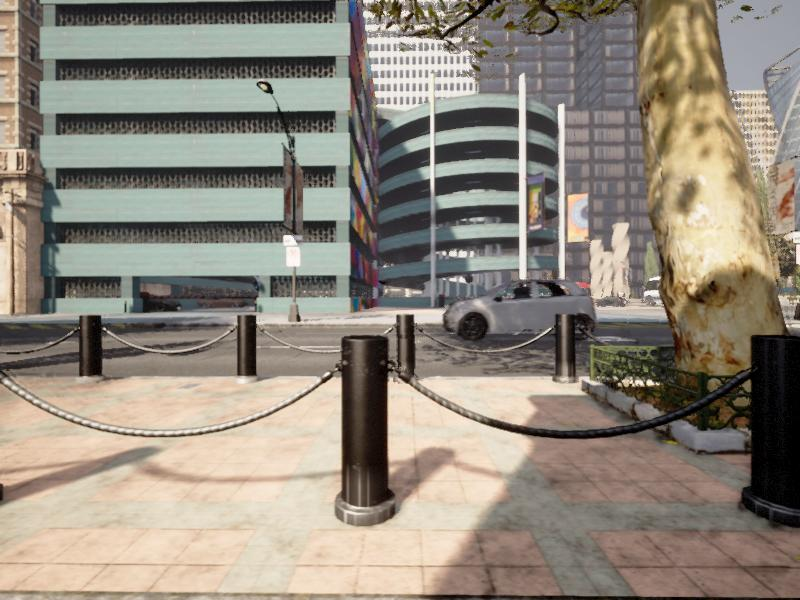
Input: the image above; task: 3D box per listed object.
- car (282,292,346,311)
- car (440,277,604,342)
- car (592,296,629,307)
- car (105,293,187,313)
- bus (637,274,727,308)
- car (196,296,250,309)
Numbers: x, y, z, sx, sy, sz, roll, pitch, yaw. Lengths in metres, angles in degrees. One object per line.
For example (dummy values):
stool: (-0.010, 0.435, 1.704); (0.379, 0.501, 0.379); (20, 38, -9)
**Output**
car: (-7.207, 0.142, 33.793); (4.902, 1.511, 2.128); (0, 0, 1)
car: (2.907, 0.223, 10.181); (3.633, 1.501, 1.845); (0, 0, 1)
car: (34.792, 0.241, 66.281); (2.152, 1.651, 5.027); (0, 0, -31)
car: (-18.861, 0.213, 29.857); (4.786, 1.482, 2.161); (0, 0, 1)
bus: (38.415, -1.220, 55.201); (3.944, 4.253, 10.273); (0, 1, -10)
car: (-18.263, 0.262, 41.450); (4.718, 1.301, 1.895); (0, 0, 1)
